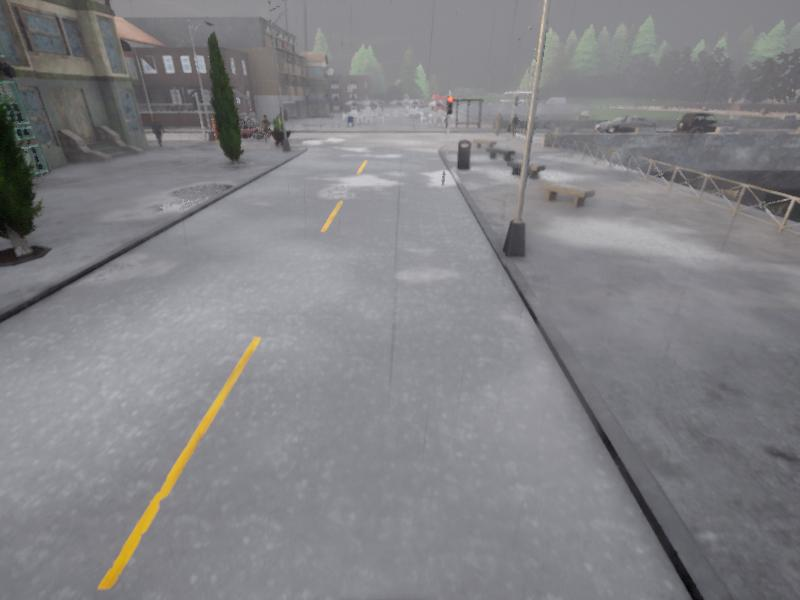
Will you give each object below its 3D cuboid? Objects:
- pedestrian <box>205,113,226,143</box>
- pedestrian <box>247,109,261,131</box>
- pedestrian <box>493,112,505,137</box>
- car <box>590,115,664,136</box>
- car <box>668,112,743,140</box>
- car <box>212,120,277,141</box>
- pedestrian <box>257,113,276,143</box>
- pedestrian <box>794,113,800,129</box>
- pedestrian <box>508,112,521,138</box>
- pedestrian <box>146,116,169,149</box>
[{"bbox_3d":[-13.004,-12.161,28.273,0.751,1.860,0.751,22,34,36],"label":"pedestrian"},{"bbox_3d":[-13.624,-16.789,37.350,0.751,1.860,0.751,-19,33,-33],"label":"pedestrian"},{"bbox_3d":[8.143,-14.482,32.964,0.751,1.860,0.751,5,27,10],"label":"pedestrian"},{"bbox_3d":[19.514,-15.124,34.613,4.902,1.511,2.128,1,27,2],"label":"car"},{"bbox_3d":[23.539,-13.476,30.947,3.866,1.878,1.905,0,27,0],"label":"car"},{"bbox_3d":[-12.192,-13.420,31.561,4.181,1.385,1.994,0,27,1],"label":"car"},{"bbox_3d":[-9.424,-12.174,28.284,0.751,1.860,0.751,6,28,11],"label":"pedestrian"},{"bbox_3d":[39.241,-17.623,38.767,0.751,1.860,0.751,6,28,12],"label":"pedestrian"},{"bbox_3d":[9.249,-14.150,32.308,0.751,1.860,0.751,5,27,10],"label":"pedestrian"},{"bbox_3d":[-15.048,-10.409,24.873,0.751,1.860,0.751,-11,29,-21],"label":"pedestrian"}]
